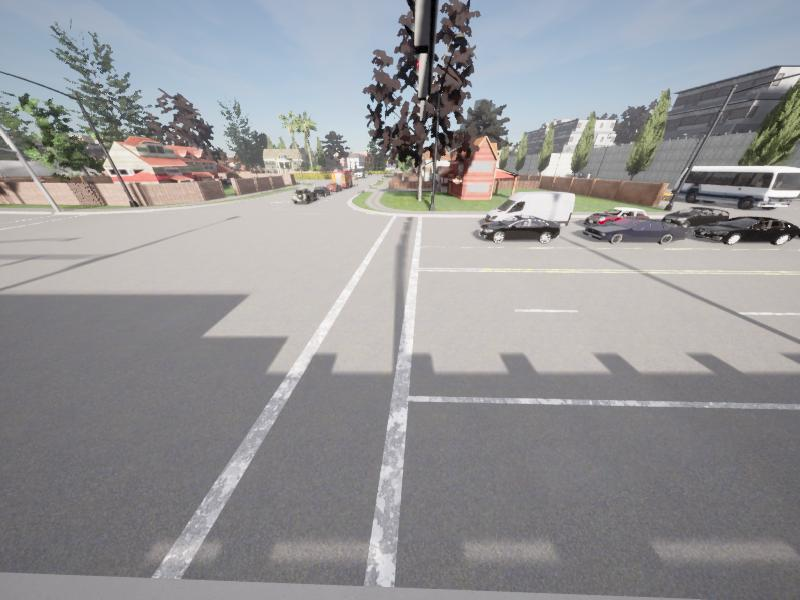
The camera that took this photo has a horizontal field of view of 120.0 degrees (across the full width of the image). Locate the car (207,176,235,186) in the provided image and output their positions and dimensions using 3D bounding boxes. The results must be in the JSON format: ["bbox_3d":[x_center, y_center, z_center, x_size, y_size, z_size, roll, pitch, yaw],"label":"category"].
[{"bbox_3d":[-41.730,-27.833,53.957,4.605,1.855,1.932,0,30,0],"label":"car"}]

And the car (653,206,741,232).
[{"bbox_3d":[22.480,-6.238,17.652,3.705,1.549,1.789,0,30,1],"label":"car"}]

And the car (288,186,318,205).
[{"bbox_3d":[-12.702,-13.952,30.696,1.932,1.855,4.605,0,30,0],"label":"car"}]

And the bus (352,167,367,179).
[{"bbox_3d":[-16.269,-51.628,93.567,3.944,4.253,10.273,0,30,0],"label":"bus"}]

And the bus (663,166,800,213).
[{"bbox_3d":[39.906,-13.644,27.788,3.944,4.253,10.273,0,30,1],"label":"bus"}]

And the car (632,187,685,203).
[{"bbox_3d":[36.360,-14.956,32.773,1.882,1.535,5.008,0,30,1],"label":"car"}]

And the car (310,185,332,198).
[{"bbox_3d":[-12.736,-17.738,37.634,1.837,1.490,4.892,0,30,0],"label":"car"}]

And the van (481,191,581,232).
[{"bbox_3d":[9.682,-6.788,17.625,5.915,2.561,1.988,1,30,1],"label":"van"}]

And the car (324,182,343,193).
[{"bbox_3d":[-12.742,-21.678,44.331,2.152,1.651,5.027,0,30,0],"label":"car"}]

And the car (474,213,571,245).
[{"bbox_3d":[7.624,-4.622,14.901,4.902,1.511,2.128,1,30,1],"label":"car"}]

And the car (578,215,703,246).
[{"bbox_3d":[15.016,-4.475,14.763,5.357,1.411,2.033,1,30,1],"label":"car"}]

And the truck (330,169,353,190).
[{"bbox_3d":[-12.763,-27.017,51.377,2.891,3.827,8.468,0,30,0],"label":"truck"}]

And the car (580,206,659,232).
[{"bbox_3d":[16.668,-6.258,17.768,3.806,1.475,1.970,1,30,1],"label":"car"}]

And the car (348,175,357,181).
[{"bbox_3d":[-16.348,-42.218,79.987,1.801,1.575,5.366,0,30,0],"label":"car"}]

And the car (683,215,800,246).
[{"bbox_3d":[21.824,-4.447,14.615,4.892,1.490,1.837,1,30,1],"label":"car"}]

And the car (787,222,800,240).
[{"bbox_3d":[28.688,-4.445,14.579,4.514,1.525,2.007,-1,30,-1],"label":"car"}]
